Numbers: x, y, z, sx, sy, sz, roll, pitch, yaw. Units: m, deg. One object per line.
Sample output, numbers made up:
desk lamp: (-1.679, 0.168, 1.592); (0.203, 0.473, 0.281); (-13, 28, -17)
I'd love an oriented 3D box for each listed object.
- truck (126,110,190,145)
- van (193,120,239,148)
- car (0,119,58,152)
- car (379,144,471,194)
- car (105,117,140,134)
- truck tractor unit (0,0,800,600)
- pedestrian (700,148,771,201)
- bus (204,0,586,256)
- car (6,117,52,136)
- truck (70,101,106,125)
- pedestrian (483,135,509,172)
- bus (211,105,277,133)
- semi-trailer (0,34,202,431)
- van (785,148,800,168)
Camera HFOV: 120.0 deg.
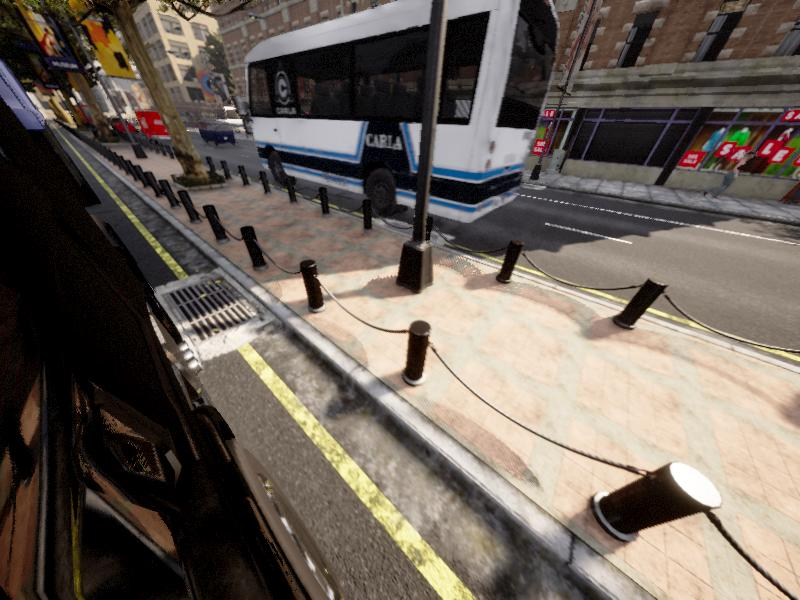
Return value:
truck: (-23.412, -16.683, 22.373); (5.204, 2.467, 2.627); (28, 43, 29)
van: (-18.146, -16.423, 22.767); (4.442, 1.987, 1.775); (28, 44, 29)
car: (-26.116, -11.501, 16.059); (4.974, 1.542, 2.038); (28, 44, 29)
car: (1.014, -6.127, 10.618); (3.633, 1.501, 1.845); (28, 43, 30)
car: (-39.735, -24.972, 33.060); (4.611, 1.667, 2.242); (28, 44, 30)
truck tractor unit: (-2.645, -0.295, 0.351); (6.516, 4.208, 3.053); (28, 44, 30)
pedestrian: (14.118, -5.323, 9.815); (0.751, 1.860, 0.751); (27, 43, 29)
bus: (-1.279, -5.632, 7.544); (10.273, 4.253, 3.944); (28, 44, 29)
car: (-40.135, -18.853, 25.096); (5.357, 1.411, 2.033); (28, 44, 30)
truck: (-70.576, -42.159, 52.238); (8.468, 3.827, 2.891); (28, 43, 30)
pedestrian: (5.876, -8.969, 14.156); (0.751, 1.860, 0.751); (-28, 47, -35)
bus: (-33.425, -39.165, 50.258); (3.944, 4.253, 10.273); (27, 44, 29)
semi-trailer: (-8.712, -3.602, 4.205); (14.254, 4.402, 2.717); (28, 43, 29)
van: (53.433, -18.358, 29.879); (2.069, 2.038, 4.480); (28, 43, 29)
